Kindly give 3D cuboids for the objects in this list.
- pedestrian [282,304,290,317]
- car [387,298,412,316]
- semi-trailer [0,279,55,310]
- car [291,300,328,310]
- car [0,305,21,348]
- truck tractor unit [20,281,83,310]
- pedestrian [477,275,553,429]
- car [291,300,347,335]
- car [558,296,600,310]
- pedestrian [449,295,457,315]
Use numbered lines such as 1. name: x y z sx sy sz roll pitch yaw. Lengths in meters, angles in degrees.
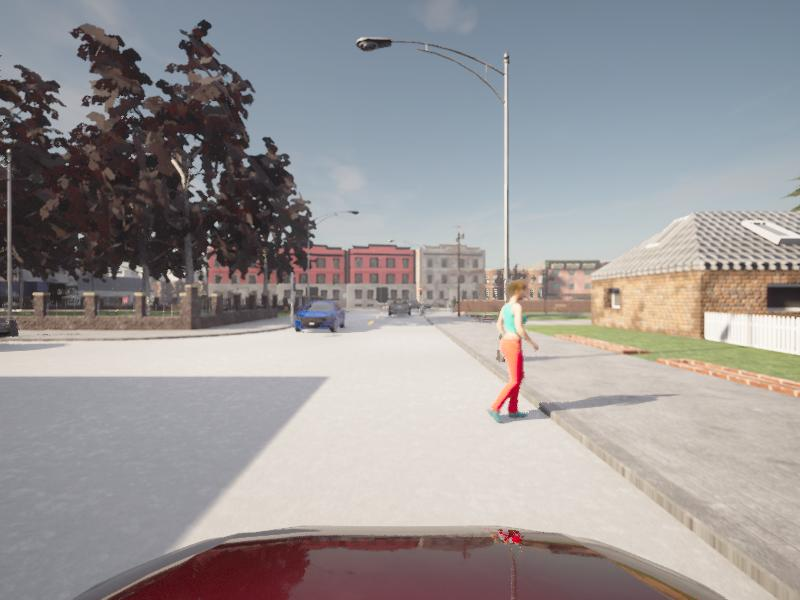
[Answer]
1. pedestrian: -9.207 0.850 32.272 0.500 1.100 0.500 0 0 0
2. car: -0.003 0.680 39.227 2.242 1.667 4.611 0 0 1
3. semi-trailer: -58.731 -0.736 58.478 14.254 4.402 2.717 0 0 1
4. car: -13.203 0.708 58.344 5.008 1.535 1.882 0 0 1
5. car: -15.695 0.868 12.843 5.357 1.411 2.033 0 0 4
6. truck tractor unit: -50.817 -0.637 58.396 6.516 4.208 3.053 0 0 0
7. pedestrian: 1.471 0.627 5.219 0.751 1.860 0.751 0 0 -3
8. car: -3.955 0.782 20.451 1.882 1.535 5.008 0 0 0
9. car: 27.832 0.449 62.390 5.566 2.045 2.150 0 0 0
10. pedestrian: 4.956 0.461 37.216 0.751 1.860 0.751 0 0 8
